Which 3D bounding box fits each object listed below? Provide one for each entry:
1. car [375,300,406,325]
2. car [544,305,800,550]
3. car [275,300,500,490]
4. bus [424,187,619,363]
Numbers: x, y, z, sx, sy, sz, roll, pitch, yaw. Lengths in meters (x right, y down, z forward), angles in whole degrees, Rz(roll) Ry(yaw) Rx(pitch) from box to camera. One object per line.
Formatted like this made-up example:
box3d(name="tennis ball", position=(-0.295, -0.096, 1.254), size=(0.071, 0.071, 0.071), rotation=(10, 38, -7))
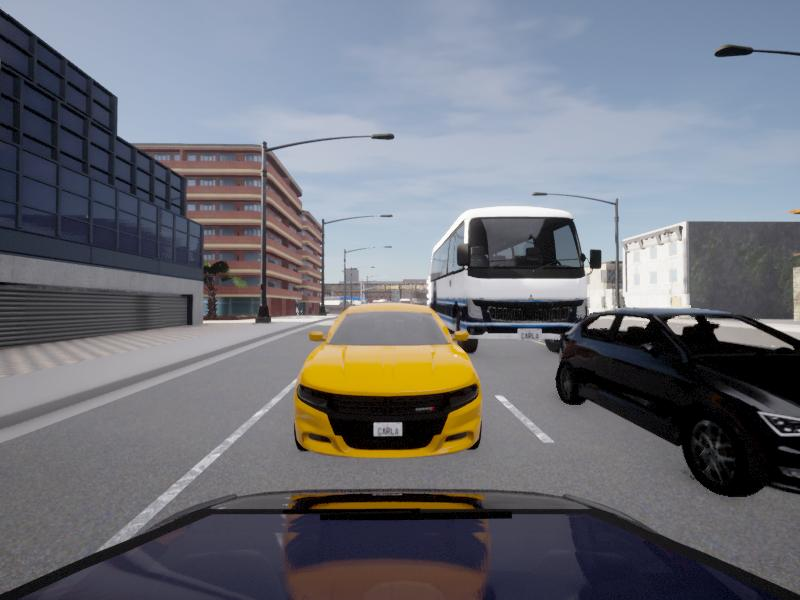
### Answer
box3d(name="car", position=(-0.590, 0.742, 25.071), size=(1.812, 1.442, 4.674), rotation=(0, -1, -1))
box3d(name="car", position=(3.373, 0.832, 4.637), size=(1.816, 1.474, 4.193), rotation=(0, 0, -1))
box3d(name="car", position=(-0.158, 0.790, 5.854), size=(1.882, 1.535, 5.008), rotation=(0, 1, -1))
box3d(name="bus", position=(3.261, -0.654, 14.845), size=(3.944, 4.253, 10.273), rotation=(0, 1, -1))
